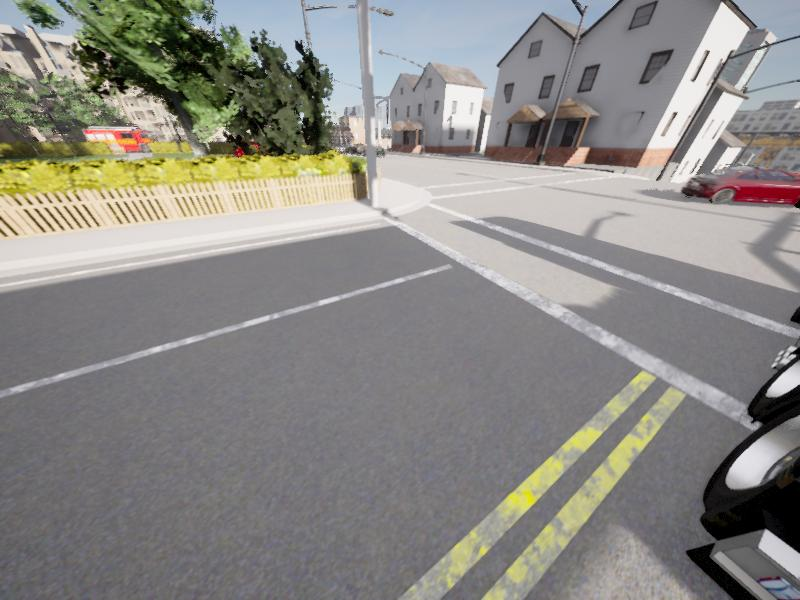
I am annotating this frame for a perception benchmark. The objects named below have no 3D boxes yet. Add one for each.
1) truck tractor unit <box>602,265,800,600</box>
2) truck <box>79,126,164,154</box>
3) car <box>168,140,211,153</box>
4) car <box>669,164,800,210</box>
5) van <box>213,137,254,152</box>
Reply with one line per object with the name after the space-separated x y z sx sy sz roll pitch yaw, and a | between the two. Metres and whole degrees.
5.116 -0.293 0.790 6.516 4.208 3.053 -18 39 -24 | truck tractor unit
-48.851 -28.383 41.067 8.468 3.827 2.891 -17 38 -23 | truck
-40.940 -30.074 45.101 5.566 2.045 2.150 -17 39 -23 | car
15.291 -4.929 9.975 4.181 1.385 1.994 10 36 14 | car
-34.326 -32.291 47.995 6.366 2.431 2.351 -17 39 -24 | van
